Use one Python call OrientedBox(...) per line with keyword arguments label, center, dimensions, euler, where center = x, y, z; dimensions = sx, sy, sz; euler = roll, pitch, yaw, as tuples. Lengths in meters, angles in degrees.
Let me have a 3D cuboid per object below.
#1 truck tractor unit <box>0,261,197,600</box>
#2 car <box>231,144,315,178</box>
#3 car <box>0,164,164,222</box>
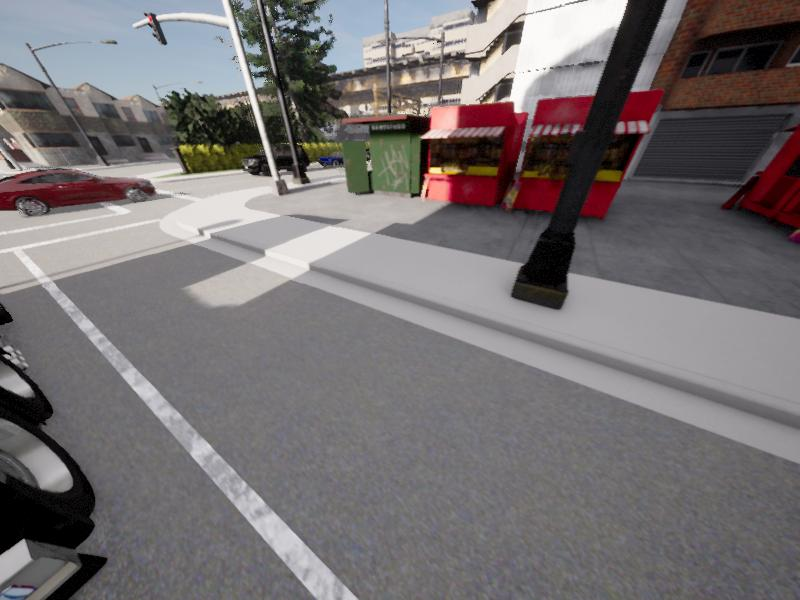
OrientedBox(label="truck tractor unit", center=(-5.111, -0.299, 0.791), dimensions=(6.516, 4.208, 3.053), euler=(18, 39, 25))
OrientedBox(label="car", center=(-10.150, -11.623, 19.130), dimensions=(2.150, 2.045, 5.566), euler=(18, 39, 25))
OrientedBox(label="car", center=(-13.538, -4.678, 9.692), dimensions=(1.812, 1.442, 4.674), euler=(26, 43, 33))
